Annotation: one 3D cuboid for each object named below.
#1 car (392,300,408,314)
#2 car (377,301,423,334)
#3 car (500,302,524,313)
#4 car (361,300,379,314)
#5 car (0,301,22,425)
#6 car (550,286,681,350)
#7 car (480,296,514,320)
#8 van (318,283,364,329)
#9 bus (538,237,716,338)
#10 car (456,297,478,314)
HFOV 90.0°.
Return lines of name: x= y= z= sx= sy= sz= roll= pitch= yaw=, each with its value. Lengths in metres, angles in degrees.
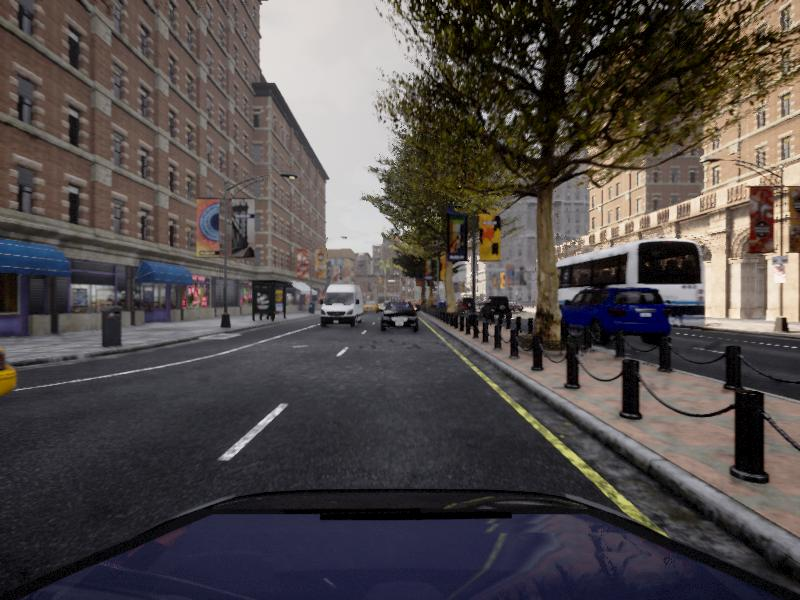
car: x=-0.040 y=0.786 z=47.385 sx=1.851 sy=1.617 sz=3.988 roll=0 pitch=0 yaw=0
car: x=-0.017 y=0.836 z=20.942 sx=2.128 sy=1.511 sz=4.902 roll=0 pitch=0 yaw=0
car: x=14.708 y=0.936 z=52.753 sx=1.895 sy=1.301 sz=4.718 roll=0 pitch=0 yaw=0
car: x=-3.537 y=0.798 z=48.457 sx=1.801 sy=1.575 sz=5.366 roll=0 pitch=0 yaw=0
car: x=-7.370 y=0.801 z=3.786 sx=1.801 sy=1.575 sz=5.366 roll=-1 pitch=0 yaw=41
car: x=7.981 y=0.569 z=15.660 sx=2.150 sy=2.045 sz=5.566 roll=0 pitch=0 yaw=0
car: x=7.974 y=0.643 z=33.364 sx=1.905 sy=1.878 sz=3.866 roll=0 pitch=0 yaw=0
van: x=-3.523 y=0.321 z=24.934 sx=1.988 sy=2.561 sz=5.915 roll=0 pitch=0 yaw=0
bus: x=11.360 y=-0.535 z=22.012 sx=3.944 sy=4.253 sz=10.273 roll=0 pitch=0 yaw=0
car: x=7.964 y=0.643 z=47.904 sx=1.905 sy=1.878 sz=3.866 roll=0 pitch=0 yaw=0
